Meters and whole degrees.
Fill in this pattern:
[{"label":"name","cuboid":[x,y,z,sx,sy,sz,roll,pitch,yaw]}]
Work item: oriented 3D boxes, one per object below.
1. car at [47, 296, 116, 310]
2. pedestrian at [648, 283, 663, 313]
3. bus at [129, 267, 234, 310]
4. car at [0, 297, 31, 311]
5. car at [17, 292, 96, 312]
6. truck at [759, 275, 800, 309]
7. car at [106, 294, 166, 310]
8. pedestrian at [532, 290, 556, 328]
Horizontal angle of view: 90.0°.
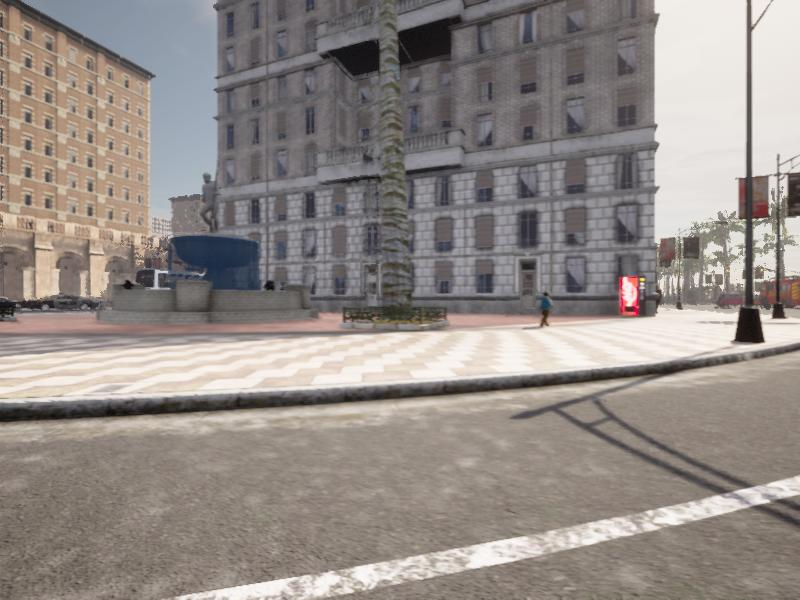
[{"label":"car","cuboid":[-33.217,0.301,41.941,2.033,1.411,5.357,0,0,23]},{"label":"pedestrian","cuboid":[15.881,-0.111,24.815,0.751,1.860,0.751,0,0,35]},{"label":"bus","cuboid":[-24.273,-1.127,45.466,3.944,4.253,10.273,0,0,23]},{"label":"car","cuboid":[-36.004,0.349,35.306,1.895,1.301,4.718,0,0,23]},{"label":"car","cuboid":[-31.508,0.177,36.974,1.930,1.638,5.238,0,0,23]},{"label":"truck","cuboid":[47.706,-0.913,49.114,2.891,3.827,8.468,0,0,23]},{"label":"car","cuboid":[-28.704,0.208,43.653,1.801,1.575,5.366,0,0,23]},{"label":"pedestrian","cuboid":[4.335,0.267,12.048,0.500,1.100,0.500,0,0,-37]}]
